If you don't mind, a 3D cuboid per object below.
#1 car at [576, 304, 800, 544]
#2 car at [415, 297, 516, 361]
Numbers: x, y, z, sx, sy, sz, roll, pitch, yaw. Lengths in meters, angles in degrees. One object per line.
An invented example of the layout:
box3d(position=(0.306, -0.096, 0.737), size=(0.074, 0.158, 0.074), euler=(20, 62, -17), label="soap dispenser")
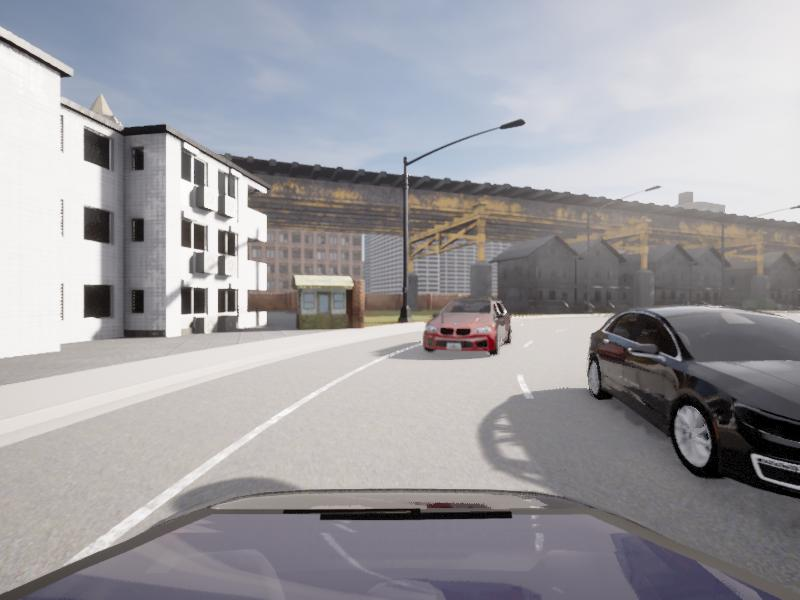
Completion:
box3d(position=(3.783, 0.841, 4.926), size=(1.837, 1.490, 4.892), euler=(0, 1, 10), label="car")
box3d(position=(2.336, 0.752, 13.016), size=(2.242, 1.667, 4.611), euler=(0, 0, 22), label="car")
